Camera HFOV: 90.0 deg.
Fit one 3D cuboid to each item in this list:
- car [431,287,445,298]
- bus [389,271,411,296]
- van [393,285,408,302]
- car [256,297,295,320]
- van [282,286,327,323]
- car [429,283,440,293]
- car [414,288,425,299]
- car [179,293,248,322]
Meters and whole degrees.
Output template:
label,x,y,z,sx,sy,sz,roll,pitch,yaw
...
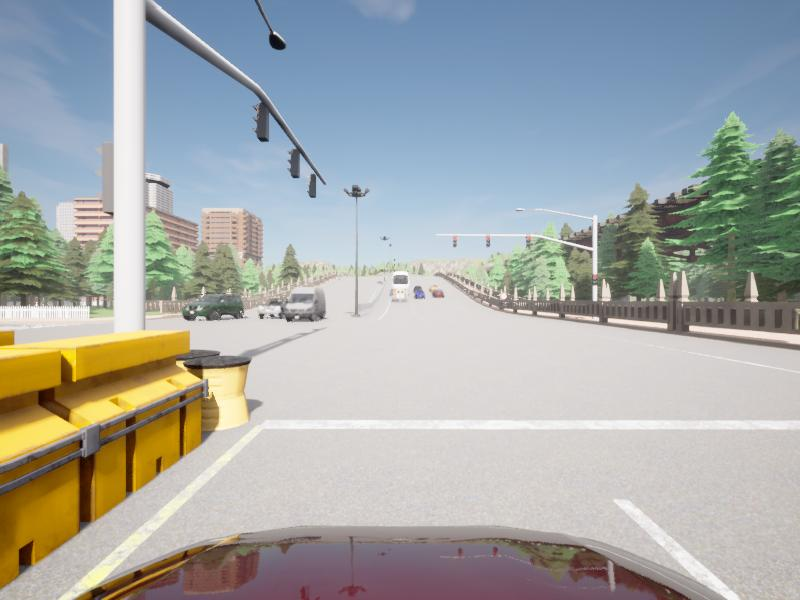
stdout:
label,x,y,z,sx,sy,sz,roll,pitch,yaw
car,7.133,-1.467,75.684,2.163,1.488,4.792,0,7,0
bus,0.037,-3.418,80.060,3.944,4.253,10.273,0,7,0
van,0.102,-1.218,69.837,2.351,2.431,6.366,0,7,0
car,-10.498,0.643,34.140,1.932,1.855,4.605,0,0,0
van,-7.002,0.317,30.096,1.988,2.561,5.915,0,0,0
car,7.182,-2.598,84.355,1.801,1.575,5.366,0,7,0
car,3.620,-1.215,73.670,1.816,1.474,4.193,0,7,0
car,-14.581,0.563,31.755,2.150,2.045,5.566,1,0,11
